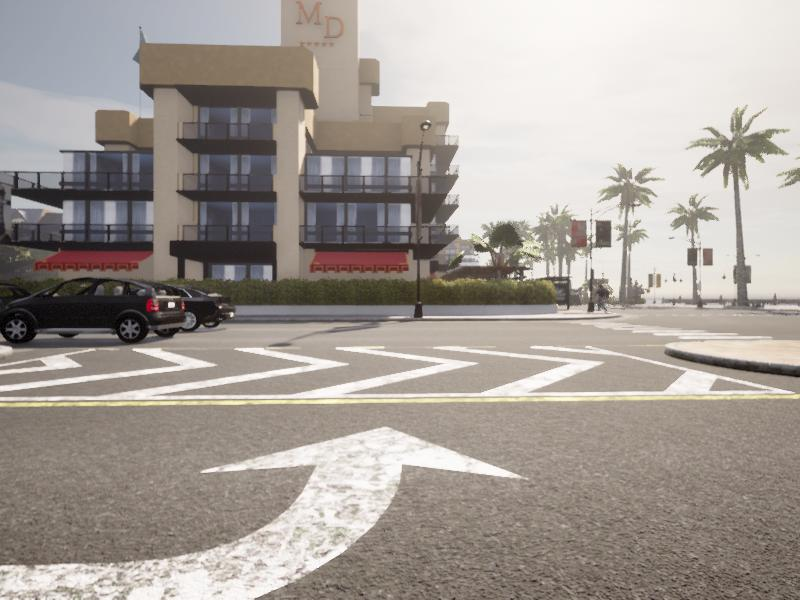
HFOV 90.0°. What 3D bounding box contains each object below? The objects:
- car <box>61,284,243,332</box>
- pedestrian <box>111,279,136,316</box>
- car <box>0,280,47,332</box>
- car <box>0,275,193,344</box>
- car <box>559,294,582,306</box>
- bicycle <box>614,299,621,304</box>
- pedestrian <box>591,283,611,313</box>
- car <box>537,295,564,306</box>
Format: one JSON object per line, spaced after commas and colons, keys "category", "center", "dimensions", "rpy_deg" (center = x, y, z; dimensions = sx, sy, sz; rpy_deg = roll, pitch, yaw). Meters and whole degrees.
{"category": "car", "center": [-8.070, 0.248, 13.370], "dimensions": [4.892, 1.490, 1.837], "rpy_deg": [0, 0, -2]}
{"category": "pedestrian", "center": [-14.076, -0.109, 20.359], "dimensions": [0.751, 1.860, 0.751], "rpy_deg": [0, 0, -2]}
{"category": "car", "center": [-14.428, 0.195, 13.124], "dimensions": [3.988, 1.617, 1.851], "rpy_deg": [0, 0, -2]}
{"category": "car", "center": [-7.446, 0.218, 9.891], "dimensions": [3.705, 1.549, 1.789], "rpy_deg": [0, 0, -2]}
{"category": "car", "center": [27.580, 0.034, 64.784], "dimensions": [1.905, 1.878, 3.866], "rpy_deg": [0, 0, -6]}
{"category": "bicycle", "center": [41.493, 0.317, 76.293], "dimensions": [0.373, 1.024, 1.643], "rpy_deg": [0, 0, -2]}
{"category": "pedestrian", "center": [12.349, -0.121, 24.578], "dimensions": [0.751, 1.860, 0.751], "rpy_deg": [0, 0, -19]}
{"category": "car", "center": [24.103, 0.142, 64.261], "dimensions": [2.242, 1.667, 4.611], "rpy_deg": [0, 0, -4]}
